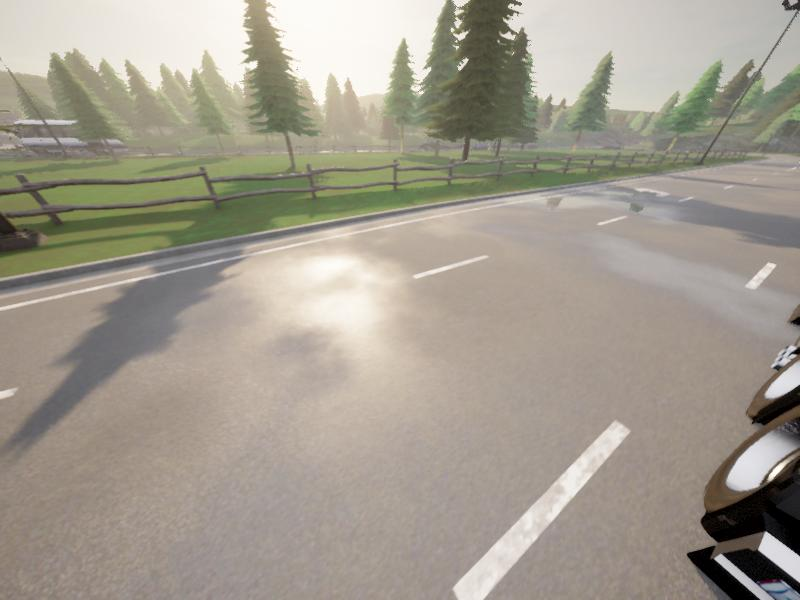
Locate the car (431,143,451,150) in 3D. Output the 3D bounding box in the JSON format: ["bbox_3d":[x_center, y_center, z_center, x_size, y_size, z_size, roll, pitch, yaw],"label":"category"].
[{"bbox_3d":[11.056,-41.379,62.194,5.238,1.638,1.930,-18,39,-24],"label":"car"}]

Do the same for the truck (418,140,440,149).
[{"bbox_3d":[8.445,-45.331,67.449,6.274,2.098,2.390,-18,39,-24],"label":"truck"}]

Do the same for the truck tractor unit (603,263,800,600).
[{"bbox_3d":[5.107,-0.303,0.791,6.516,4.208,3.053,-18,39,-24],"label":"truck tractor unit"}]

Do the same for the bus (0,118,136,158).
[{"bbox_3d":[-47.411,-23.501,33.657,10.273,4.253,3.944,-18,39,-24],"label":"bus"}]
